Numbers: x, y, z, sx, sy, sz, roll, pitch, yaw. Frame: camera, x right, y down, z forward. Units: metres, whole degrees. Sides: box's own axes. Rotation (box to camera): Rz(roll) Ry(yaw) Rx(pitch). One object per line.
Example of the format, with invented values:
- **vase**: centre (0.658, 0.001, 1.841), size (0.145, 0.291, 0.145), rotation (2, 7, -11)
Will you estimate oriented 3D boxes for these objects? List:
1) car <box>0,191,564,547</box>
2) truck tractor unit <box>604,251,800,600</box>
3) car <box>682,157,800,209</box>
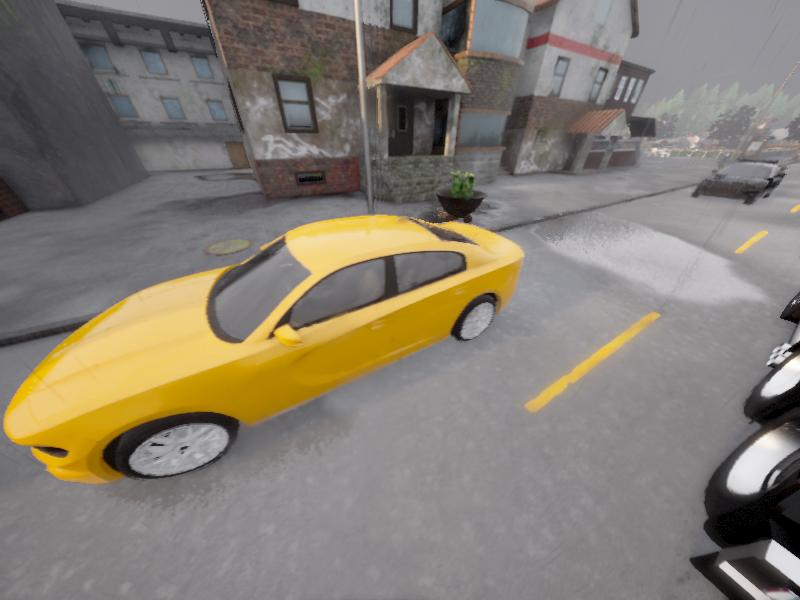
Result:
- **car**: centre (-0.692, -0.124, 2.830), size (5.008, 1.535, 1.882), rotation (-18, 39, -24)
- **truck tractor unit**: centre (5.087, -0.325, 0.809), size (6.516, 4.208, 3.053), rotation (-19, 39, -25)
- **car**: centre (16.045, -5.635, 10.798), size (5.238, 1.638, 1.930), rotation (-18, 39, -24)
